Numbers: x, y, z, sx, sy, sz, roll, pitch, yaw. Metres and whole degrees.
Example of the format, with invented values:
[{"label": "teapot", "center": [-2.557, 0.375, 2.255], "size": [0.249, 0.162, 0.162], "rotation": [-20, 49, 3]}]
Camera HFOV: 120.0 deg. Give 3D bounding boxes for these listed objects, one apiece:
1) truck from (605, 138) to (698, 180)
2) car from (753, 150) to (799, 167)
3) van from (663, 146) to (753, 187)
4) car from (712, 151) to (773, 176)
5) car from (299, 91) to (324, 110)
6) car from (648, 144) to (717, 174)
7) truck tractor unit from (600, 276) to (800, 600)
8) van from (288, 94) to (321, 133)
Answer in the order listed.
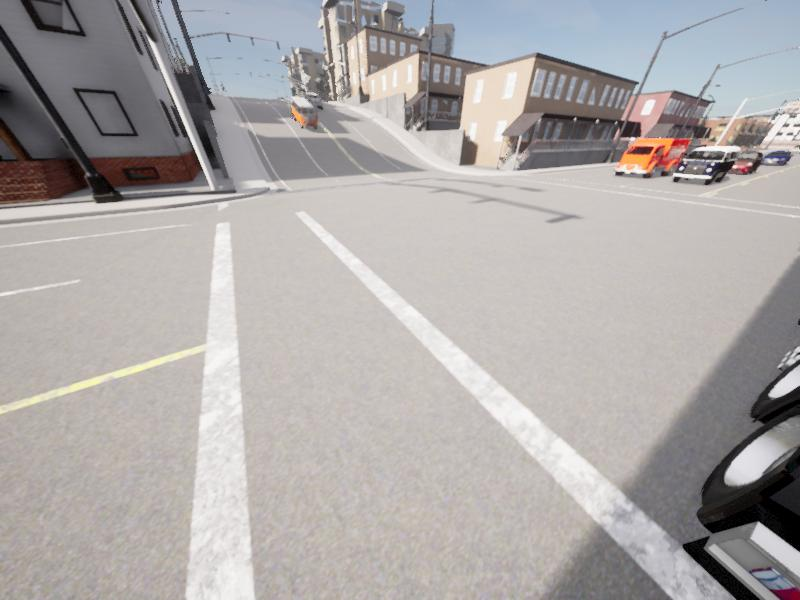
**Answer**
[{"label": "truck", "center": [19.290, -10.971, 17.827], "size": [5.204, 2.467, 2.627], "rotation": [-18, 39, -24]}, {"label": "car", "center": [43.218, -16.284, 26.551], "size": [4.674, 1.442, 1.812], "rotation": [-19, 39, -25]}, {"label": "van", "center": [20.100, -8.830, 15.120], "size": [4.480, 2.038, 2.069], "rotation": [-18, 39, -25]}, {"label": "car", "center": [29.056, -11.636, 19.608], "size": [3.988, 1.617, 1.851], "rotation": [-18, 39, -25]}, {"label": "car", "center": [-11.729, -26.500, 30.678], "size": [1.970, 1.475, 3.806], "rotation": [-18, 48, -25]}, {"label": "car", "center": [26.010, -13.103, 21.316], "size": [5.566, 2.045, 2.150], "rotation": [-19, 39, -24]}, {"label": "truck tractor unit", "center": [5.127, -0.284, 0.755], "size": [6.516, 4.208, 3.053], "rotation": [-17, 38, -23]}, {"label": "van", "center": [-9.828, -19.181, 23.721], "size": [1.775, 1.987, 4.442], "rotation": [-19, 57, -26]}]
